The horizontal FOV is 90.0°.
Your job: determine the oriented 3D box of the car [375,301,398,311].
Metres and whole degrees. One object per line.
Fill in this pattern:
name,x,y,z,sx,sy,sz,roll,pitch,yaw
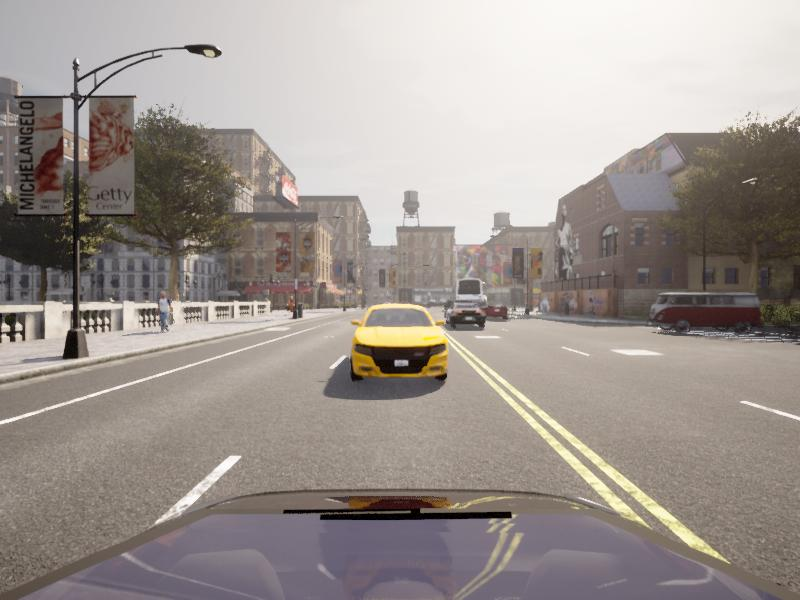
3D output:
car,-1.999,0.864,61.206,2.002,1.452,4.674,0,0,20

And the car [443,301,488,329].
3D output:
car,3.876,0.829,24.597,2.038,1.542,4.974,0,0,1

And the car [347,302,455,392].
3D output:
car,-0.071,0.823,9.465,1.882,1.535,5.008,0,0,-2

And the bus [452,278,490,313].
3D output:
bus,9.892,-0.532,54.403,3.944,4.253,10.273,-1,0,17

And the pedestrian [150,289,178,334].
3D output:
pedestrian,-10.073,0.485,17.086,0.751,1.860,0.751,0,0,0

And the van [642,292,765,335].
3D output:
van,14.541,0.600,19.406,4.442,1.987,1.775,0,0,9

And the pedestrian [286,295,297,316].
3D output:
pedestrian,-9.907,0.485,36.633,0.751,1.860,0.751,0,0,9

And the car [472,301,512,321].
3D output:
car,7.539,0.851,33.310,2.163,1.488,4.792,0,0,0

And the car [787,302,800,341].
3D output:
car,17.921,0.836,15.027,4.902,1.511,2.128,0,0,-4
